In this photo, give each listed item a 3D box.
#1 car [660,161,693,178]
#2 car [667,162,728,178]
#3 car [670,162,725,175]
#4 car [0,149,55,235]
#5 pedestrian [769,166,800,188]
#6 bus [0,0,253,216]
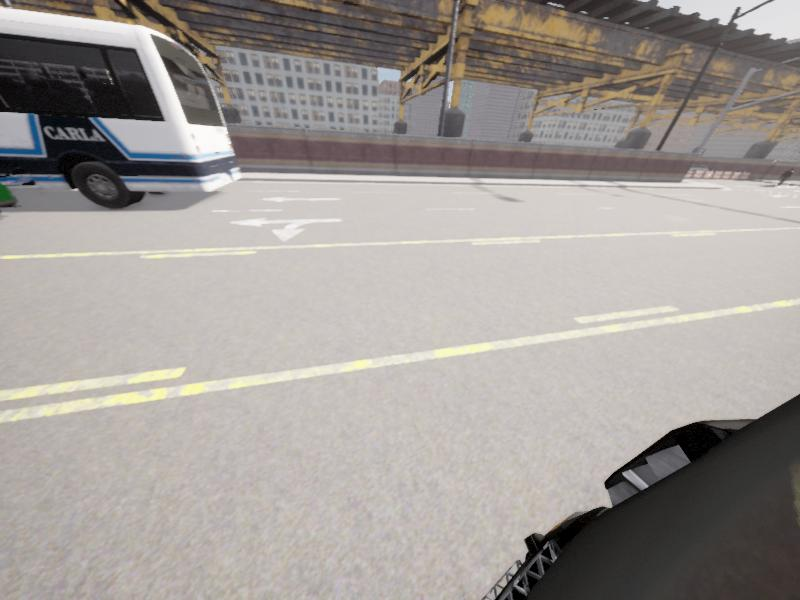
[{"bbox_3d":[37.222,-17.708,31.233,2.038,1.542,4.974,28,41,31],"label":"car"},{"bbox_3d":[42.276,-18.621,32.980,4.974,1.542,2.038,11,35,11],"label":"car"},{"bbox_3d":[42.233,-18.760,32.901,4.536,1.218,1.853,11,35,11],"label":"car"},{"bbox_3d":[-11.746,-2.191,4.216,5.566,2.045,2.150,-5,35,-12],"label":"car"},{"bbox_3d":[40.389,-12.878,24.204,0.751,1.860,0.751,-5,35,-12],"label":"pedestrian"},{"bbox_3d":[-11.115,-5.116,6.568,10.273,4.253,3.944,-5,35,-12],"label":"bus"}]
